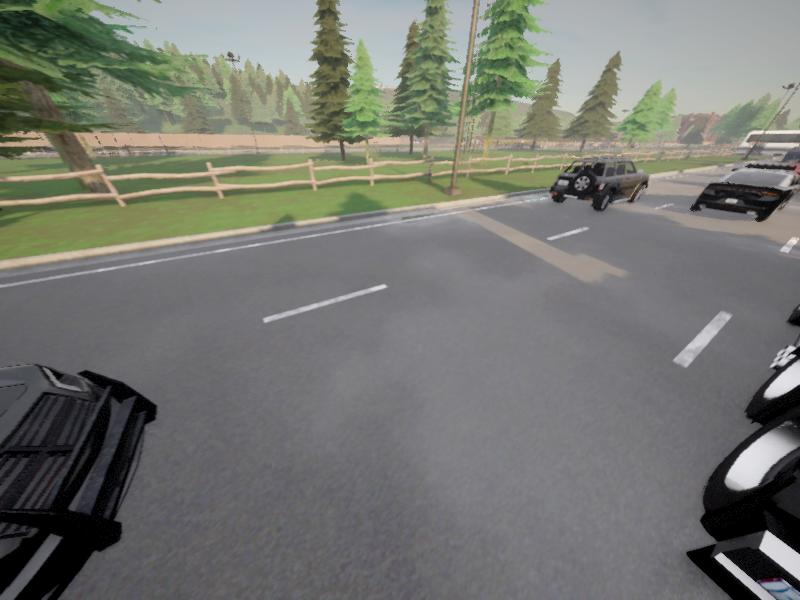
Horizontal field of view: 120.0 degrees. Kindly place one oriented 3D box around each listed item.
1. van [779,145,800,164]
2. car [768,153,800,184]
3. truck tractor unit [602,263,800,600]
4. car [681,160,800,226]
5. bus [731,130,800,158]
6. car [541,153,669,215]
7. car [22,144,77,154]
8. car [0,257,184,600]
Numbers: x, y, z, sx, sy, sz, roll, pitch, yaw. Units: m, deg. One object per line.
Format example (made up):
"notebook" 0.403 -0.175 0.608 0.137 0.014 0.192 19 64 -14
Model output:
"van" 55.905 -20.415 32.340 4.442 1.987 1.775 -18 39 -24
"car" 28.801 -9.212 16.165 4.611 1.667 2.242 -18 39 -24
"truck tractor unit" 5.114 -0.293 0.795 6.516 4.208 3.053 -18 39 -24
"car" 13.800 -4.345 9.006 5.238 1.638 1.930 -18 39 -24
"bus" 75.146 -30.685 45.358 3.944 4.253 10.273 -18 39 -24
"car" 8.611 -5.067 9.779 4.605 1.855 1.932 -18 39 -24
"car" -58.698 -25.465 38.880 4.718 1.301 1.895 -18 39 -25
"car" -4.134 1.505 0.472 4.974 1.542 2.038 -18 39 -24
